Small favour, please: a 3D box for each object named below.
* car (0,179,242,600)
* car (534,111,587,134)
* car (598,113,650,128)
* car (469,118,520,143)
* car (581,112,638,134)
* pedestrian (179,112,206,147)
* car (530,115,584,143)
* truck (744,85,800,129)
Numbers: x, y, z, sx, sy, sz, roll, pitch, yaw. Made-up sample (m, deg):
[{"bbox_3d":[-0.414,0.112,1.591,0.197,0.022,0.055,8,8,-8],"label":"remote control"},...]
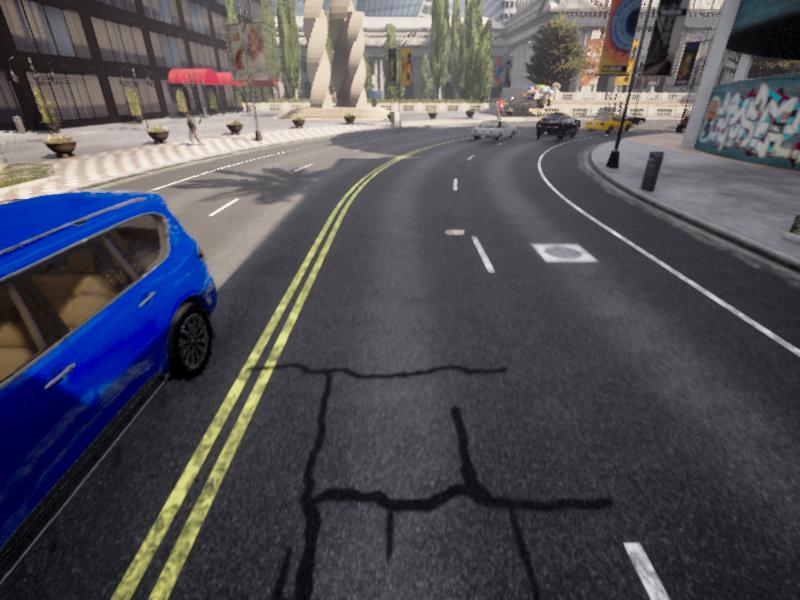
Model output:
[{"bbox_3d":[-3.456,0.663,3.045,2.150,2.045,5.566,0,27,0],"label":"car"},{"bbox_3d":[14.739,-16.343,36.686,4.974,1.542,2.038,-21,34,-34],"label":"car"},{"bbox_3d":[23.005,-18.470,41.100,4.718,1.301,1.895,-12,30,-22],"label":"car"},{"bbox_3d":[7.044,-12.547,29.521,1.895,1.301,4.718,17,32,29],"label":"car"},{"bbox_3d":[18.607,-15.722,35.435,5.366,1.575,1.801,-18,32,-31],"label":"car"},{"bbox_3d":[-12.221,-10.065,23.583,0.751,1.860,0.751,13,30,24],"label":"pedestrian"},{"bbox_3d":[11.818,-12.885,29.973,2.128,1.511,4.902,20,33,33],"label":"car"},{"bbox_3d":[40.744,-19.413,40.281,8.468,3.827,2.891,0,27,-1],"label":"truck"}]
